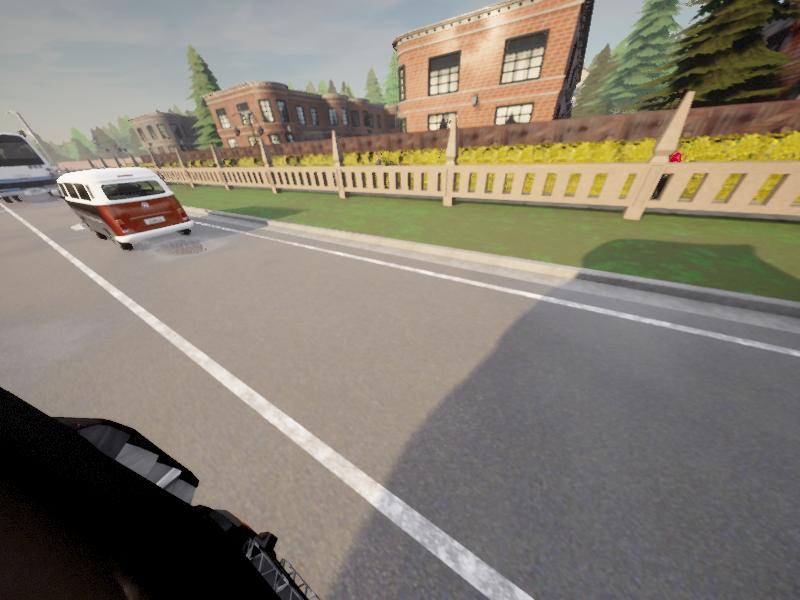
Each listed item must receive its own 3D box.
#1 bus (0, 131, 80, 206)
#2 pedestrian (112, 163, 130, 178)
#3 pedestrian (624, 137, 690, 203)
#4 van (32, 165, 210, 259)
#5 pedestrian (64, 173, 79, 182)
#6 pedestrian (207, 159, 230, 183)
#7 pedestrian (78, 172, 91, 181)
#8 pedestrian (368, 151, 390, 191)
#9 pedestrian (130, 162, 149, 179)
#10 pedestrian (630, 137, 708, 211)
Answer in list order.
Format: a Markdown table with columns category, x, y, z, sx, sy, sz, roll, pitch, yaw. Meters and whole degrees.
| category | x | y | z | sx | sy | sz | roll | pitch | yaw |
| --- | --- | --- | --- | --- | --- | --- | --- | --- | --- |
| bus | -31.341 | -10.433 | 18.414 | 10.273 | 4.253 | 3.944 | 16 | 38 | 27 |
| pedestrian | -41.874 | -19.418 | 34.660 | 0.751 | 1.860 | 0.751 | 7 | 35 | 14 |
| pedestrian | 8.593 | -4.375 | 7.844 | 0.751 | 1.860 | 0.751 | 17 | 38 | 27 |
| van | -8.809 | -3.013 | 7.380 | 4.480 | 2.038 | 2.069 | 16 | 38 | 27 |
| pedestrian | -44.606 | -16.626 | 31.368 | 0.500 | 1.100 | 0.500 | 5 | 34 | 13 |
| pedestrian | -16.442 | -11.728 | 20.982 | 0.751 | 1.860 | 0.751 | 16 | 38 | 27 |
| pedestrian | -43.994 | -17.212 | 32.200 | 0.500 | 1.100 | 0.500 | 10 | 36 | 20 |
| pedestrian | -1.122 | -7.143 | 12.814 | 0.751 | 1.860 | 0.751 | 16 | 38 | 26 |
| pedestrian | -34.490 | -17.099 | 30.558 | 0.751 | 1.860 | 0.751 | 16 | 38 | 27 |
| pedestrian | 8.031 | -3.806 | 7.033 | 0.751 | 1.860 | 0.751 | 16 | 38 | 27 |
